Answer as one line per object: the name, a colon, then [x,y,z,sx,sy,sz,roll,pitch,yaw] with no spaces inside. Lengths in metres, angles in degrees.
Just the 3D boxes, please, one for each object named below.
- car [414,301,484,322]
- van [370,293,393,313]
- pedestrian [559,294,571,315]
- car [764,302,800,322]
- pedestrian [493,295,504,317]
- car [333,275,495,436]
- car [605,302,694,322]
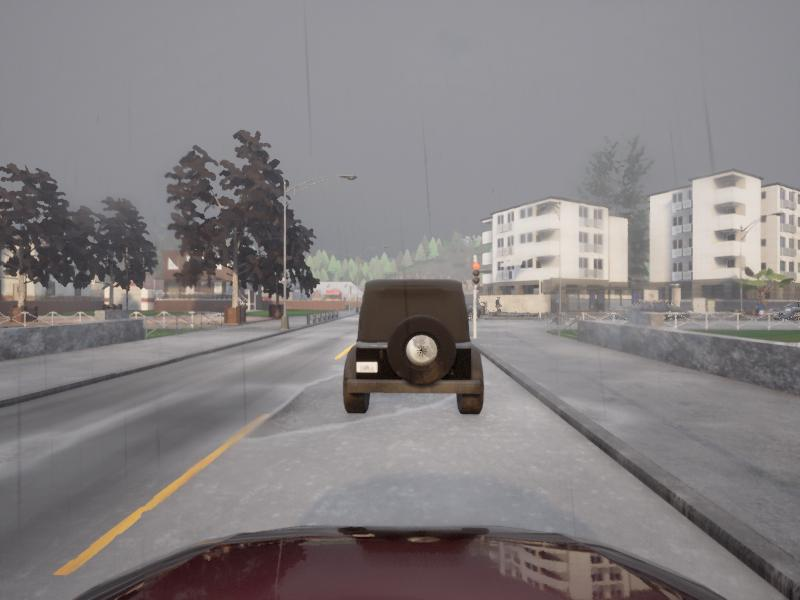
car: [3.600,0.845,29.762,4.892,1.490,1.837,0,-1,-11]
van: [-2.300,0.379,51.361,2.351,2.431,6.366,0,0,2]
pedestrian: [14.914,0.417,36.118,0.751,1.860,0.751,0,0,2]
car: [29.732,0.853,29.611,3.806,1.475,1.970,0,0,2]
pedestrian: [8.699,0.524,35.338,0.751,1.860,0.751,0,0,-9]
car: [0.220,0.646,6.640,1.905,1.878,3.866,0,0,2]
car: [18.579,0.895,29.987,5.357,1.411,2.033,0,0,2]
